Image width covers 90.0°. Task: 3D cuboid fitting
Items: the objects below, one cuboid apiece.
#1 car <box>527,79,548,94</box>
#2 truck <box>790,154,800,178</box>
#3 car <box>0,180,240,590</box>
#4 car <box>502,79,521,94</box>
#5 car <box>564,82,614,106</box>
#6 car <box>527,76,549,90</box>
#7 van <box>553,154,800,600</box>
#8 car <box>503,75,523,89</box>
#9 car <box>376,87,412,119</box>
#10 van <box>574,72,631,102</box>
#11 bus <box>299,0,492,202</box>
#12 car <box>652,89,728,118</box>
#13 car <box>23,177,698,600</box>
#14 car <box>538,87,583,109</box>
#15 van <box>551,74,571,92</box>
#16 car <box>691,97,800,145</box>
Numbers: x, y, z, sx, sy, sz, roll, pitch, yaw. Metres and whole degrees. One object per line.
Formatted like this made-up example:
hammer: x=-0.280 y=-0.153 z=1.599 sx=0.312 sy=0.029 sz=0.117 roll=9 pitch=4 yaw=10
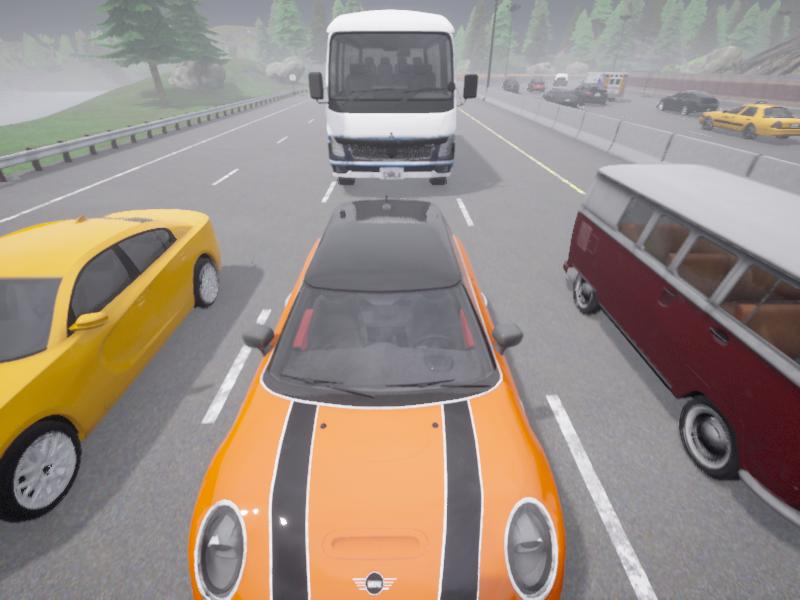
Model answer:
car: x=17.736 y=-27.692 z=51.773 sx=2.007 sy=1.525 sz=4.514 roll=6 pitch=31 yaw=10
truck: x=13.791 y=-3.729 z=9.926 sx=2.627 sy=2.467 sz=5.204 roll=0 pitch=31 yaw=0
car: x=-3.643 y=0.127 z=4.245 sx=1.882 sy=1.535 sz=5.008 roll=0 pitch=31 yaw=0
car: x=13.997 y=-27.009 z=50.555 sx=1.789 sy=1.549 sz=3.705 roll=3 pitch=31 yaw=7
car: x=16.998 y=-18.733 z=36.317 sx=2.242 sy=1.667 sz=4.611 roll=0 pitch=30 yaw=0
car: x=21.297 y=-33.454 z=61.579 sx=2.242 sy=1.667 sz=4.611 roll=13 pitch=33 yaw=22
van: x=3.358 y=0.007 z=4.006 sx=1.775 sy=1.987 sz=4.442 roll=0 pitch=31 yaw=0
car: x=17.311 y=-33.409 z=61.250 sx=2.097 sy=1.767 sz=4.553 roll=12 pitch=32 yaw=19
car: x=-0.399 y=-13.840 z=27.954 sx=2.242 sy=1.667 sz=4.611 roll=0 pitch=30 yaw=0
van: x=20.456 y=-21.832 z=40.861 sx=2.351 sy=2.431 sz=6.366 roll=0 pitch=30 yaw=0
bus: x=-0.134 y=-6.946 z=13.634 sx=3.944 sy=4.253 sz=10.273 roll=0 pitch=30 yaw=0
car: x=20.586 y=-14.162 z=28.698 sx=1.837 sy=1.490 sz=4.892 roll=0 pitch=31 yaw=0
car: x=-0.136 y=0.325 z=3.654 sx=2.097 sy=1.767 sz=4.553 roll=0 pitch=30 yaw=0
car: x=13.525 y=-17.199 z=33.996 sx=1.994 sy=1.385 sz=4.181 roll=0 pitch=30 yaw=0
van: x=22.463 y=-30.356 z=55.800 sx=2.069 sy=2.038 sz=4.480 roll=10 pitch=32 yaw=17
car: x=17.186 y=-8.906 z=19.636 sx=1.801 sy=1.575 sz=5.366 roll=0 pitch=30 yaw=0
